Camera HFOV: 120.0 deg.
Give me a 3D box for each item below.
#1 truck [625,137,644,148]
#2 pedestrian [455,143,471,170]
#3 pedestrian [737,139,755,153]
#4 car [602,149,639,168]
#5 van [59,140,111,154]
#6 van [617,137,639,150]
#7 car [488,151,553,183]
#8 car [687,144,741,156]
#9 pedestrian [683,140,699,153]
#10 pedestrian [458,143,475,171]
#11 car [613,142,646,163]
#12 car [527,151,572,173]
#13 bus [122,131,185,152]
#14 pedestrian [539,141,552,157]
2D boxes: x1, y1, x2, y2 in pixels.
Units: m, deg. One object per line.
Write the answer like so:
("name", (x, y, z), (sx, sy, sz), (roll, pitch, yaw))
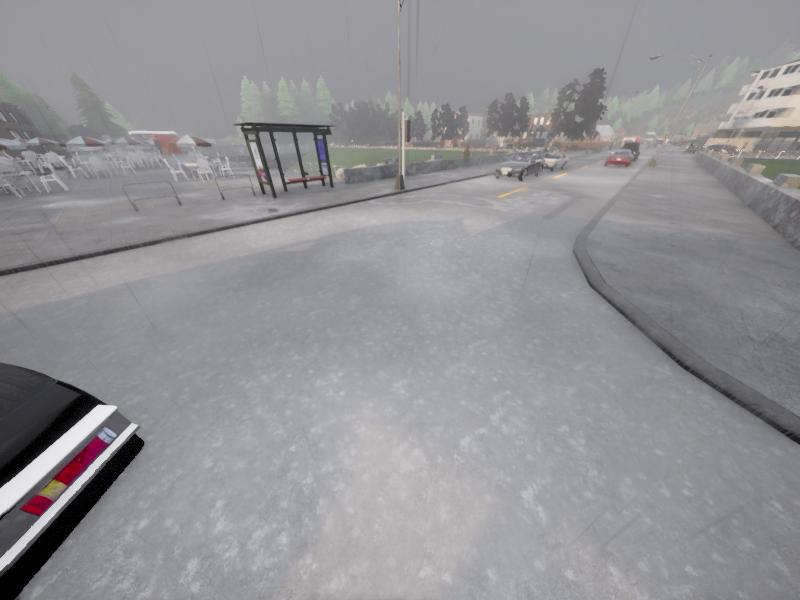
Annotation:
("truck", (66.160, -44.402, 65.188), (2.627, 2.467, 5.204), (29, 44, 35))
("pedestrian", (5.317, -12.119, 19.533), (0.751, 1.860, 0.751), (28, 44, 34))
("pedestrian", (56.455, -25.172, 37.724), (0.751, 1.860, 0.751), (28, 44, 34))
("car", (22.004, -14.165, 23.008), (1.994, 1.385, 4.181), (27, 43, 33))
("van", (-69.842, -34.192, 51.519), (2.351, 2.431, 6.366), (29, 44, 35))
("van", (54.908, -37.640, 55.588), (2.351, 2.431, 6.366), (29, 44, 35))
("car", (8.412, -9.316, 16.012), (2.128, 1.511, 4.902), (29, 45, 35))
("car", (49.493, -23.838, 36.605), (4.892, 1.490, 1.837), (28, 44, 34))
("pedestrian", (51.073, -26.994, 40.568), (0.751, 1.860, 0.751), (18, 39, 24))
("pedestrian", (5.437, -11.689, 18.914), (0.751, 1.860, 0.751), (-27, 43, -33))
("car", (26.933, -17.348, 27.091), (1.905, 1.878, 3.866), (29, 44, 35))
("car", (13.149, -12.145, 20.233), (1.895, 1.301, 4.718), (29, 44, 35))
("bus", (-64.111, -41.585, 60.508), (3.944, 4.253, 10.273), (29, 44, 35))
("pedestrian", (20.392, -21.141, 32.392), (0.751, 1.860, 0.751), (29, 44, 35))
